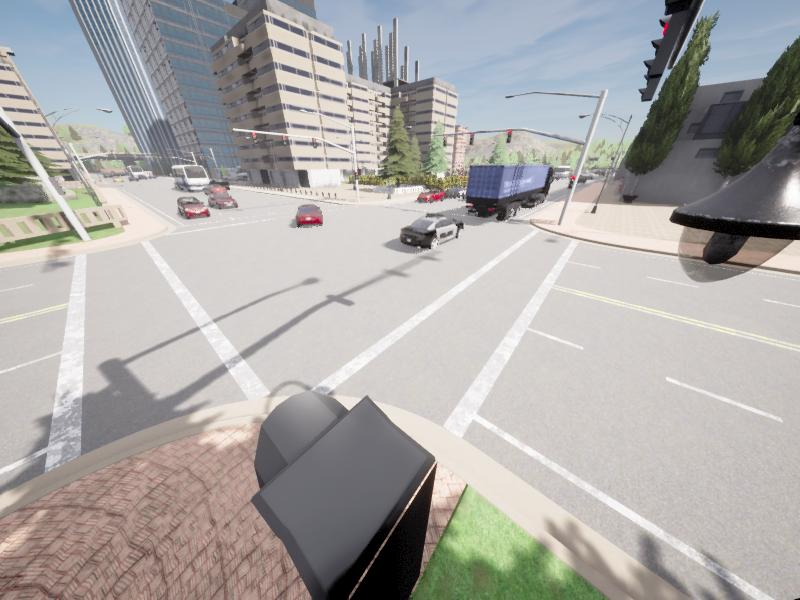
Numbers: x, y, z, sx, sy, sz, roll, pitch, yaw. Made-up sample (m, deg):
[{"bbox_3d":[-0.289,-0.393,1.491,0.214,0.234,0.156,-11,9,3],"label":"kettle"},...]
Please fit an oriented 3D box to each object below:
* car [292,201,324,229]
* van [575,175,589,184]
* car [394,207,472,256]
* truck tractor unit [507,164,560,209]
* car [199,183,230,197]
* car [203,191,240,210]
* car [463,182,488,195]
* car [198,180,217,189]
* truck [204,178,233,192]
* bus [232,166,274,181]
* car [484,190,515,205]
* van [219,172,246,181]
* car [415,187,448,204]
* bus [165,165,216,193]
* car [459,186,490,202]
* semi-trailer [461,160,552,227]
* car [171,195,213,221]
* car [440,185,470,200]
[{"bbox_3d":[-7.503,-7.080,18.899,1.994,1.385,4.181,-9,31,-16],"label":"car"},{"bbox_3d":[48.622,-32.114,61.643,1.775,1.987,4.442,24,38,35],"label":"van"},{"bbox_3d":[2.123,-4.322,13.851,1.930,1.638,5.238,23,37,34],"label":"car"},{"bbox_3d":[15.756,-13.559,27.262,3.053,4.208,6.516,23,37,34],"label":"truck tractor unit"},{"bbox_3d":[-29.492,-17.533,36.753,5.027,1.651,2.152,22,37,33],"label":"car"},{"bbox_3d":[-20.100,-11.219,25.995,4.674,1.442,1.812,23,37,34],"label":"car"},{"bbox_3d":[12.734,-18.797,38.936,2.033,1.649,4.856,23,37,34],"label":"car"},{"bbox_3d":[-40.872,-24.541,49.037,4.193,1.474,1.816,23,37,34],"label":"car"},{"bbox_3d":[-35.114,-22.343,44.607,6.274,2.098,2.390,24,38,35],"label":"truck"},{"bbox_3d":[-48.457,-42.037,76.444,3.944,4.253,10.273,23,37,34],"label":"bus"},{"bbox_3d":[12.849,-13.280,29.712,1.895,1.301,4.718,23,37,34],"label":"car"},{"bbox_3d":[-54.541,-40.466,75.548,2.351,2.431,6.366,23,37,34],"label":"van"},{"bbox_3d":[4.201,-13.723,30.248,2.007,1.525,4.514,24,38,35],"label":"car"},{"bbox_3d":[-39.050,-22.611,42.918,10.273,4.253,3.944,23,37,34],"label":"bus"},{"bbox_3d":[10.255,-14.559,31.692,2.038,1.542,4.974,23,37,34],"label":"car"},{"bbox_3d":[10.666,-10.611,21.962,2.717,4.402,14.254,23,37,34],"label":"semi-trailer"},{"bbox_3d":[-19.080,-8.535,21.181,3.988,1.617,1.851,24,38,36],"label":"car"},{"bbox_3d":[8.260,-16.092,34.347,2.038,1.542,4.974,23,37,34],"label":"car"}]
